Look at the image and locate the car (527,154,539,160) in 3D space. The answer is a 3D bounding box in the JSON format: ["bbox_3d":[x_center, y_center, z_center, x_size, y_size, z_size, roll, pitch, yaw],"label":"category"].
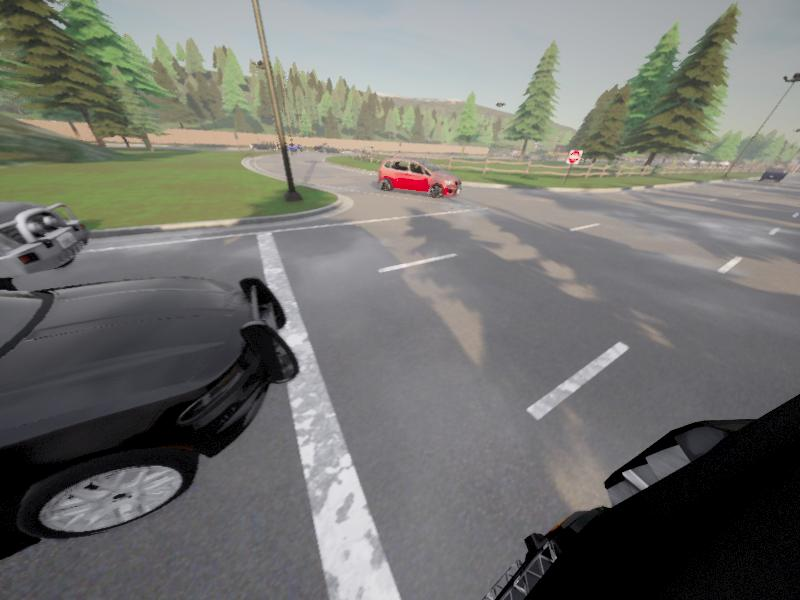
[{"bbox_3d":[50.039,-53.834,86.916,3.988,1.617,1.851,-16,38,-26],"label":"car"}]

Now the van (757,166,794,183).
[{"bbox_3d":[55.858,-18.674,34.356,4.442,1.987,1.775,-16,38,-26],"label":"van"}]

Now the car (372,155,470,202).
[{"bbox_3d":[1.029,-6.705,12.523,4.611,1.667,2.242,19,37,23],"label":"car"}]

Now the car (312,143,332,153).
[{"bbox_3d":[-18.662,-36.366,55.194,3.866,1.878,1.905,-16,38,-26],"label":"car"}]

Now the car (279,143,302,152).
[{"bbox_3d":[-25.957,-36.339,54.966,4.514,1.525,2.007,-16,38,-26],"label":"car"}]

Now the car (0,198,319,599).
[{"bbox_3d":[-3.424,0.710,1.116,5.238,1.638,1.930,-16,38,-26],"label":"car"}]

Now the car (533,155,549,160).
[{"bbox_3d":[51.424,-51.932,84.287,5.357,1.411,2.033,-16,38,-26],"label":"car"}]

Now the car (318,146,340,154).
[{"bbox_3d":[-15.386,-32.604,50.268,4.181,1.385,1.994,-16,38,-26],"label":"car"}]

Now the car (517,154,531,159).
[{"bbox_3d":[47.877,-55.438,89.196,4.792,1.488,2.163,-16,38,-26],"label":"car"}]

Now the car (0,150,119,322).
[{"bbox_3d":[-7.190,-0.556,2.506,4.605,1.855,1.932,-16,38,-26],"label":"car"}]

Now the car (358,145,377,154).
[{"bbox_3d":[-8.905,-41.440,63.530,4.605,1.855,1.932,-16,38,-26],"label":"car"}]

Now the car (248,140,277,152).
[{"bbox_3d":[-28.041,-31.406,47.045,4.605,1.855,1.932,-16,38,-26],"label":"car"}]
